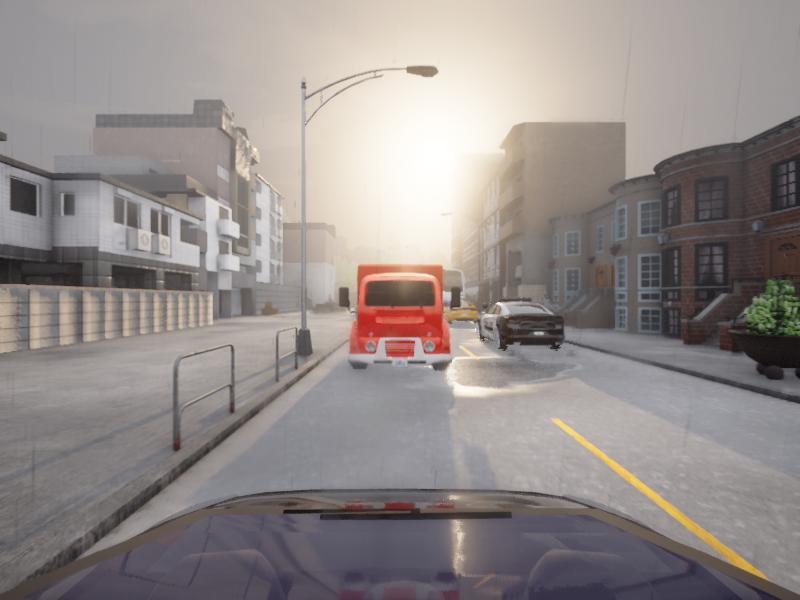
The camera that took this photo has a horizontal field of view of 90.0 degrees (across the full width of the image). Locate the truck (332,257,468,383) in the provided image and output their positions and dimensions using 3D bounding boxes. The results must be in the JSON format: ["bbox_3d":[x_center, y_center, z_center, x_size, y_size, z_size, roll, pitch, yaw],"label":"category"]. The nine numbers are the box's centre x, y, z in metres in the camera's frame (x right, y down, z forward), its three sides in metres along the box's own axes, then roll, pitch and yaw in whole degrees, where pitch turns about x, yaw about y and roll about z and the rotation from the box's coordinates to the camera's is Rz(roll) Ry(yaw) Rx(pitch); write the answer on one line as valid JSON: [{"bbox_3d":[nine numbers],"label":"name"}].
[{"bbox_3d":[-0.002,0.321,10.397,2.627,2.467,5.204,0,2,0],"label":"truck"}]

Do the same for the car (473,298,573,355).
[{"bbox_3d":[3.997,0.751,14.078,1.930,1.638,5.238,0,0,0],"label":"car"}]

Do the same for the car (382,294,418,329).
[{"bbox_3d":[-0.004,0.613,23.283,1.905,1.878,3.866,0,0,0],"label":"car"}]

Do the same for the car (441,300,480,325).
[{"bbox_3d":[3.996,0.786,27.124,1.882,1.535,5.008,0,0,0],"label":"car"}]

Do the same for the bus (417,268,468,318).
[{"bbox_3d":[3.875,-0.586,39.319,3.944,4.253,10.273,0,0,0],"label":"bus"}]

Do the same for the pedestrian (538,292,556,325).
[{"bbox_3d":[8.370,0.502,22.857,0.751,1.860,0.751,0,0,0],"label":"pedestrian"}]
